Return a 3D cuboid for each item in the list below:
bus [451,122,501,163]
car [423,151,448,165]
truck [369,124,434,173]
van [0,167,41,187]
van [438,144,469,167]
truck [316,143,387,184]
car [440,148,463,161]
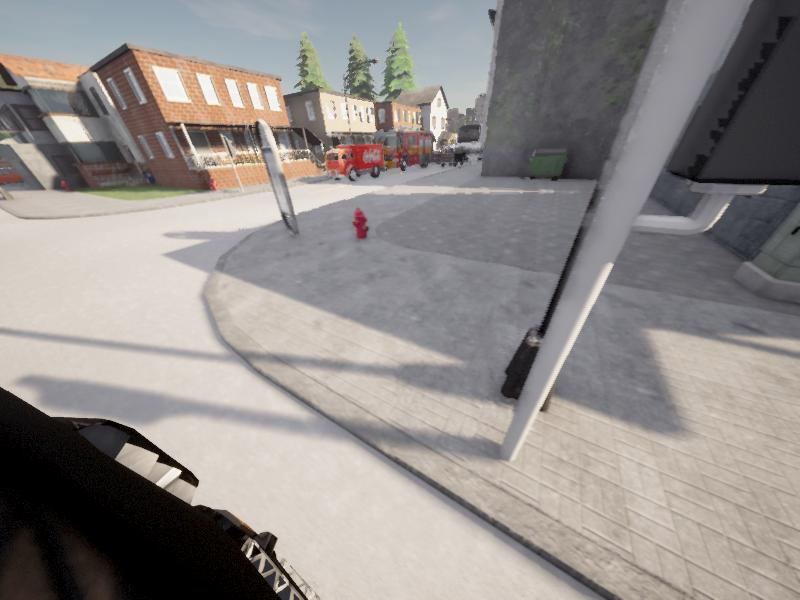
[{"bbox_3d":[11.380,-23.172,34.099,3.944,4.253,10.273,16,38,26],"label":"bus"},{"bbox_3d":[5.002,-19.874,32.219,1.994,1.385,4.181,15,38,25],"label":"car"},{"bbox_3d":[0.591,-16.513,25.273,2.891,3.827,8.468,17,38,27],"label":"truck"},{"bbox_3d":[-50.088,-15.569,29.270,1.775,1.987,4.442,16,38,26],"label":"van"},{"bbox_3d":[6.351,-17.079,27.312,2.069,2.038,4.480,16,38,26],"label":"van"},{"bbox_3d":[-3.743,-11.427,19.174,2.627,2.467,5.204,18,39,28],"label":"truck"},{"bbox_3d":[8.271,-23.191,36.809,1.882,1.535,5.008,16,38,26],"label":"car"}]
